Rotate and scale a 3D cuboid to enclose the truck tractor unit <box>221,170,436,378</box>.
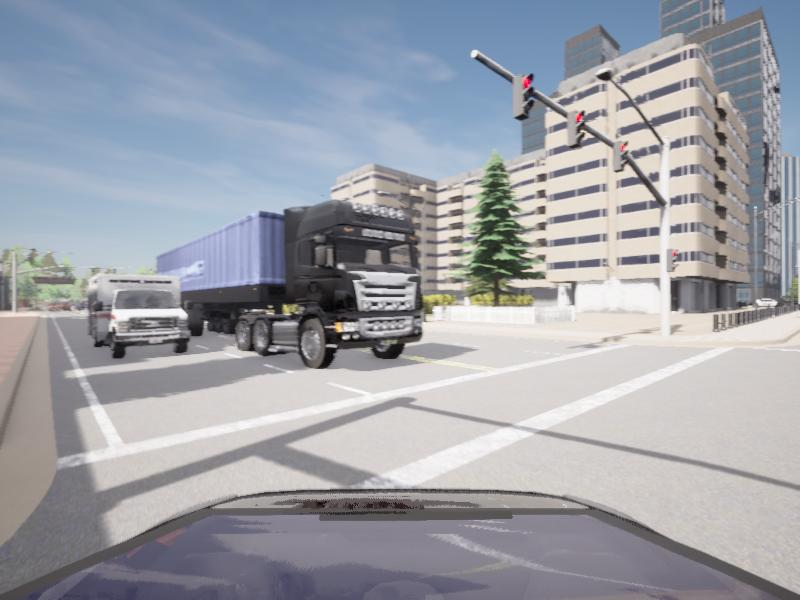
[{"bbox_3d":[-2.436,-0.504,11.534,3.053,4.208,6.516,0,0,-42],"label":"truck tractor unit"}]

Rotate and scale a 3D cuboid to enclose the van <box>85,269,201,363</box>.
[{"bbox_3d":[-8.924,0.431,13.527,2.351,2.431,6.366,0,0,-42],"label":"van"}]

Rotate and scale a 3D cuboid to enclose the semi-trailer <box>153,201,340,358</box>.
[{"bbox_3d":[-7.711,-0.569,17.430,2.717,4.402,14.254,0,0,-42],"label":"semi-trailer"}]

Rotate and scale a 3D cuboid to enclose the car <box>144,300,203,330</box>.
[{"bbox_3d":[-13.868,0.844,24.363,2.242,1.667,4.611,0,0,-42],"label":"car"}]

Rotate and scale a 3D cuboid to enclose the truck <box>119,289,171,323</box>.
[{"bbox_3d":[-20.115,0.490,31.404,2.627,2.467,5.204,0,-1,-42],"label":"truck"}]
